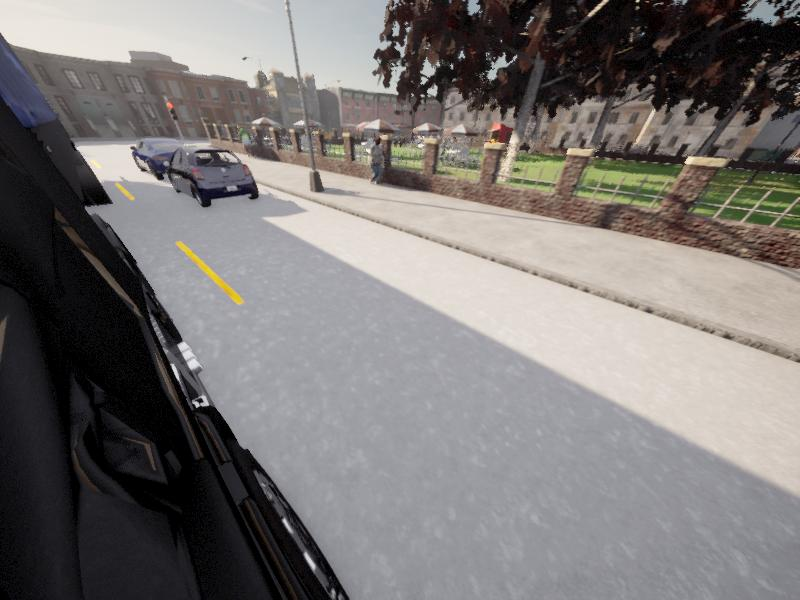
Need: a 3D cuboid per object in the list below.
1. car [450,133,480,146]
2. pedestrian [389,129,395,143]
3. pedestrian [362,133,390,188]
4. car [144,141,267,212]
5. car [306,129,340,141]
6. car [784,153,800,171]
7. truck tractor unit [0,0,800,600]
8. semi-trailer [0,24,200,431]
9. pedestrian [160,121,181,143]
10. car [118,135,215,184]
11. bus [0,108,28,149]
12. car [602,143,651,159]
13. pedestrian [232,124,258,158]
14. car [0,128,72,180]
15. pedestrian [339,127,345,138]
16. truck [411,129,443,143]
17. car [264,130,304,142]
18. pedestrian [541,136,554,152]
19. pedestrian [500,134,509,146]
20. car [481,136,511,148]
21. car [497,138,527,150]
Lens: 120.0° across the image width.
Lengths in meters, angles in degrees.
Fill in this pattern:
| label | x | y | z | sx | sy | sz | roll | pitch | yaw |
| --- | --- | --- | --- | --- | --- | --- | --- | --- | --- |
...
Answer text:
| label | x | y | z | sx | sy | sz | roll | pitch | yaw |
| --- | --- | --- | --- | --- | --- | --- | --- | --- | --- |
| car | 12.035 | -29.878 | 42.976 | 4.605 | 1.855 | 1.932 | 28 | 44 | 30 |
| pedestrian | -1.428 | -28.503 | 40.109 | 0.751 | 1.860 | 0.751 | -27 | 46 | -34 |
| pedestrian | -0.975 | -5.793 | 9.615 | 0.751 | 1.860 | 0.751 | 28 | 43 | 30 |
| car | -6.502 | -4.307 | 7.773 | 3.633 | 1.501 | 1.845 | 27 | 43 | 30 |
| car | -12.641 | -27.398 | 38.425 | 1.882 | 1.535 | 5.008 | 28 | 44 | 30 |
| car | 46.085 | -14.941 | 25.269 | 3.633 | 1.501 | 1.845 | 28 | 43 | 30 |
| truck tractor unit | -2.645 | -0.295 | 0.351 | 6.516 | 4.208 | 3.053 | 28 | 44 | 30 |
| semi-trailer | -8.615 | -3.645 | 4.329 | 14.254 | 4.402 | 2.717 | 29 | 44 | 31 |
| pedestrian | -24.040 | -17.593 | 24.244 | 0.751 | 1.860 | 0.751 | 28 | 43 | 30 |
| car | -10.820 | -6.625 | 10.698 | 4.674 | 1.442 | 1.812 | 27 | 43 | 29 |
| bus | -32.110 | -11.350 | 13.401 | 3.944 | 4.253 | 10.273 | 28 | 43 | 30 |
| car | 32.897 | -21.830 | 33.737 | 4.902 | 1.511 | 2.128 | 28 | 43 | 30 |
| pedestrian | -10.505 | -10.779 | 15.722 | 0.751 | 1.860 | 0.751 | 28 | 43 | 30 |
| car | -16.695 | -6.511 | 10.118 | 4.514 | 1.525 | 2.007 | 27 | 43 | 29 |
| pedestrian | -11.583 | -33.527 | 46.243 | 0.751 | 1.860 | 0.751 | 26 | 43 | 28 |
| truck | 5.664 | -35.119 | 49.445 | 6.274 | 2.098 | 2.390 | 13 | 38 | 14 |
| car | -17.023 | -24.249 | 34.130 | 1.895 | 1.301 | 4.718 | 28 | 43 | 30 |
| pedestrian | 21.618 | -22.801 | 33.848 | 0.751 | 1.860 | 0.751 | -25 | 45 | -32 |
| pedestrian | 20.720 | -31.692 | 45.743 | 0.751 | 1.860 | 0.751 | -20 | 42 | -28 |
| car | 17.955 | -29.644 | 43.317 | 4.514 | 1.525 | 2.007 | 28 | 43 | 30 |
| car | 18.738 | -26.087 | 38.625 | 3.806 | 1.475 | 1.970 | 27 | 43 | 29 |
